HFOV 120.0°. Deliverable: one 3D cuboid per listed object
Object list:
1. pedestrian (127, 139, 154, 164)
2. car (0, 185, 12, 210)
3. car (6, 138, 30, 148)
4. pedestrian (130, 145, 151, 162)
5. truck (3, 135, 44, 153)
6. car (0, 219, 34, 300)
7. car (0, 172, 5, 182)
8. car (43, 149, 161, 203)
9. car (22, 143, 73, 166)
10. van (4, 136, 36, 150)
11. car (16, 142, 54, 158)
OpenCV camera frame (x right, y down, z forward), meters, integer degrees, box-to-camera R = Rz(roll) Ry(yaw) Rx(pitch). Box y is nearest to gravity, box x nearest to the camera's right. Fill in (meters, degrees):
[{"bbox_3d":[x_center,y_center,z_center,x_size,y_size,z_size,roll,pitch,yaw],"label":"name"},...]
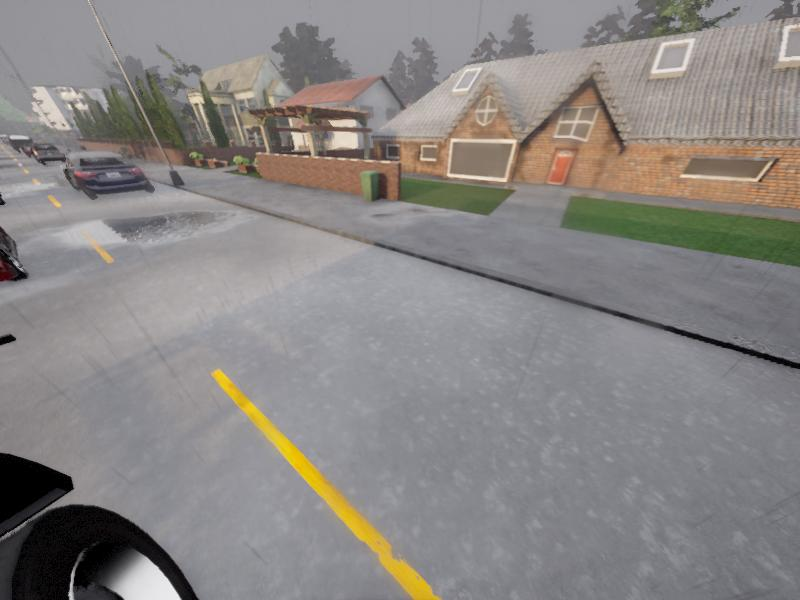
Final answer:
[{"bbox_3d":[-23.340,-13.383,20.800,0.751,1.860,0.751,19,39,25],"label":"pedestrian"},{"bbox_3d":[-16.895,-4.333,8.552,4.514,1.525,2.007,22,41,28],"label":"car"},{"bbox_3d":[-77.058,-31.589,46.559,5.366,1.575,1.801,22,41,28],"label":"car"},{"bbox_3d":[-25.415,-14.343,22.625,0.751,1.300,0.751,23,41,29],"label":"pedestrian"},{"bbox_3d":[-59.134,-24.534,36.262,6.274,2.098,2.390,22,41,28],"label":"truck"},{"bbox_3d":[-8.766,-0.965,3.998,4.181,1.385,1.994,22,41,28],"label":"car"},{"bbox_3d":[-25.533,-7.843,13.437,4.514,1.525,2.007,22,41,27],"label":"car"},{"bbox_3d":[-13.802,-5.943,10.740,4.611,1.667,2.242,22,41,28],"label":"car"},{"bbox_3d":[-33.030,-13.731,21.638,3.988,1.617,1.851,22,41,28],"label":"car"},{"bbox_3d":[-66.845,-27.639,40.640,4.480,2.038,2.069,22,41,28],"label":"van"},{"bbox_3d":[-44.956,-18.519,28.419,4.193,1.474,1.816,22,41,28],"label":"car"}]
